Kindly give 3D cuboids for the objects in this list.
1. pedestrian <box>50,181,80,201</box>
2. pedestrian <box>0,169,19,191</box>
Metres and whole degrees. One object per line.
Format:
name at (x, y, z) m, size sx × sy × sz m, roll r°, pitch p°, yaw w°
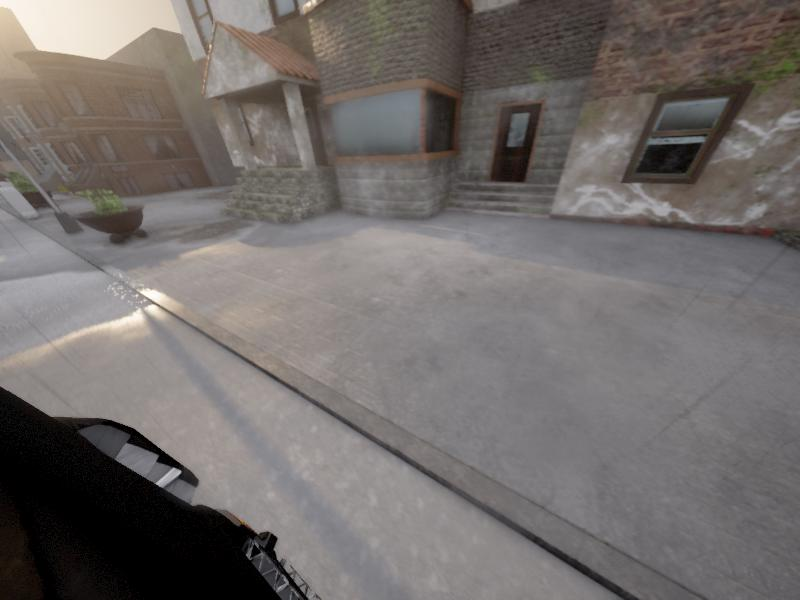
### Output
pedestrian at (-21.767, -7.070, 15.028) m, size 0.500 × 1.100 × 0.500 m, roll 9°, pitch 36°, yaw 18°
pedestrian at (-40.567, -12.253, 23.599) m, size 0.751 × 1.860 × 0.751 m, roll 9°, pitch 36°, yaw 18°
